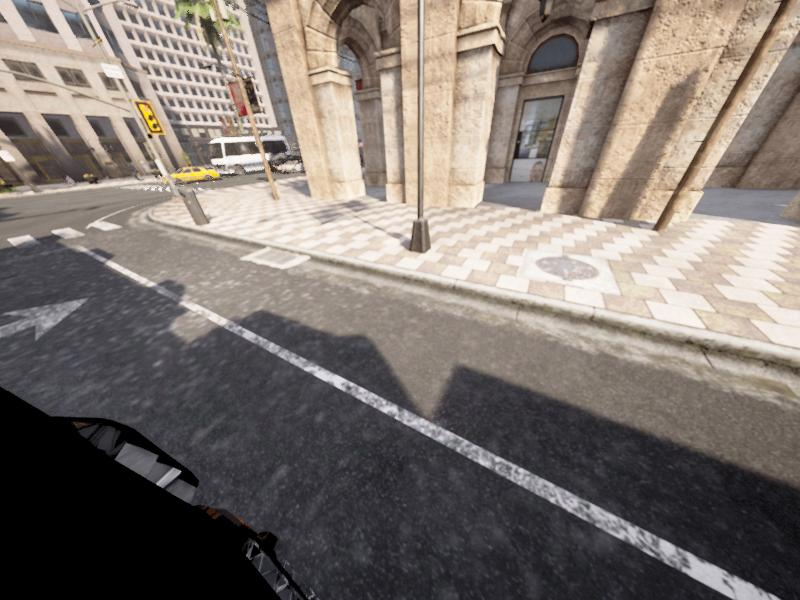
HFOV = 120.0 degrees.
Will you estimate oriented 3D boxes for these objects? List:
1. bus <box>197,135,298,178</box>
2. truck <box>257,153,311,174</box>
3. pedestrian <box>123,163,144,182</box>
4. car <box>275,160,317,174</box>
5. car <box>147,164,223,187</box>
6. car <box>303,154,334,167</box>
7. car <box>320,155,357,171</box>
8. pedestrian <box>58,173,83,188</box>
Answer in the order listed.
[{"bbox_3d":[-20.149,-19.898,31.800,3.944,4.253,10.273,16,39,26],"label":"bus"},{"bbox_3d":[-16.101,-19.382,32.650,2.390,2.098,6.274,15,38,26],"label":"truck"},{"bbox_3d":[-31.268,-14.925,27.091,0.751,1.860,0.751,-23,38,-27],"label":"pedestrian"},{"bbox_3d":[-13.615,-17.630,30.528,1.895,1.301,4.718,15,38,26],"label":"car"},{"bbox_3d":[-22.107,-13.084,24.124,1.801,1.575,5.366,15,38,26],"label":"car"},{"bbox_3d":[-14.410,-24.837,41.125,2.242,1.667,4.611,15,38,26],"label":"car"},{"bbox_3d":[-8.397,-19.097,32.110,2.128,1.511,4.902,15,38,26],"label":"car"},{"bbox_3d":[-34.695,-12.568,24.330,0.751,1.300,0.751,7,35,16],"label":"pedestrian"}]
